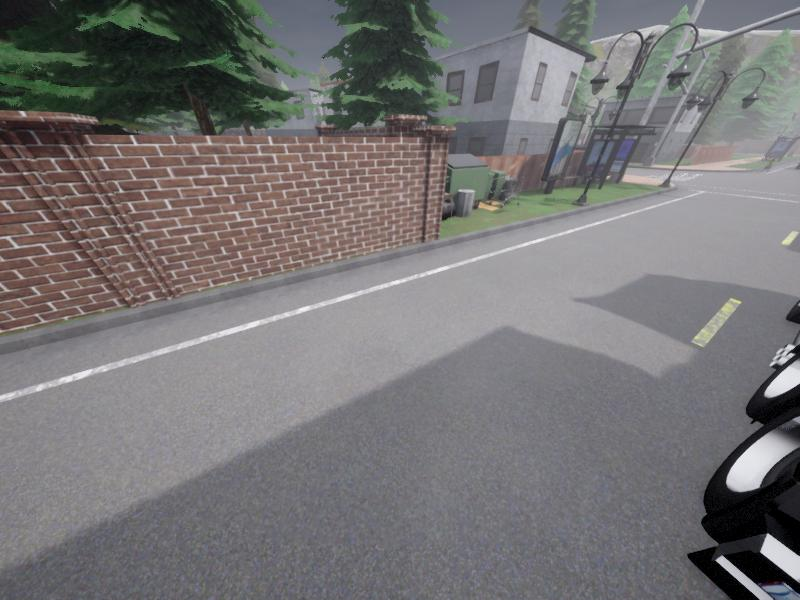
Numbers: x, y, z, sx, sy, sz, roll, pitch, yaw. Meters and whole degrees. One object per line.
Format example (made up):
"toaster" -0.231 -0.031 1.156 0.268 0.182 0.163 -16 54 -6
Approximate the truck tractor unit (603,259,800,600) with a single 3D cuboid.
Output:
"truck tractor unit" 5.101 -0.310 0.793 6.516 4.208 3.053 -19 39 -24

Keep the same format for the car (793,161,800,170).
"car" 40.926 -13.685 22.152 5.566 2.045 2.150 -18 39 -25

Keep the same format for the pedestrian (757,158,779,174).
"pedestrian" 30.543 -11.117 19.175 0.500 1.100 0.500 -25 42 -31
